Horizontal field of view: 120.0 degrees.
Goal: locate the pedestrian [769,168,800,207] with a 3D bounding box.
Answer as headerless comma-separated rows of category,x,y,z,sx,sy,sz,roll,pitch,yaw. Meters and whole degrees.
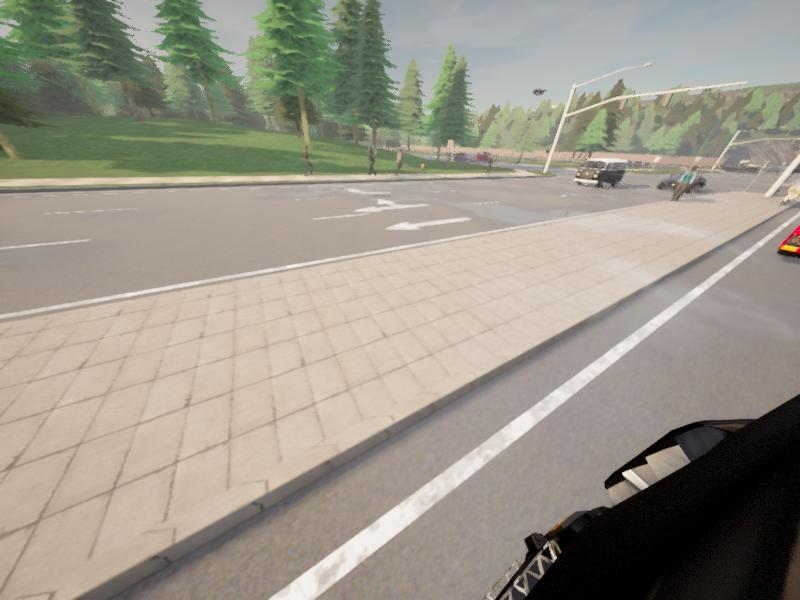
pedestrian,22.697,-6.386,13.143,0.751,1.860,0.751,-3,34,-9

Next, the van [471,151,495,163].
van,17.419,-30.046,48.490,1.775,1.987,4.442,-16,38,-25

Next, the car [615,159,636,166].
car,71.682,-43.739,73.377,1.816,1.474,4.193,-16,38,-26

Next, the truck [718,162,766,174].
truck,86.133,-33.382,58.302,2.390,2.098,6.274,-16,38,-26

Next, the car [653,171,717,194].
car,23.138,-9.621,18.794,4.181,1.385,1.994,-15,38,-25

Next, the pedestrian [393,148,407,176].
pedestrian,-0.030,-10.945,18.343,0.751,1.860,0.751,-16,38,-25

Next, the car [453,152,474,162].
car,13.354,-30.057,48.561,1.851,1.617,3.988,-16,38,-25

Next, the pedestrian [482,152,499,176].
pedestrian,8.554,-12.883,21.866,0.751,1.860,0.751,-12,36,-21

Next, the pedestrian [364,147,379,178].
pedestrian,-2.056,-9.935,16.682,0.751,1.860,0.751,-17,38,-27

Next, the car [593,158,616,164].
car,66.362,-45.223,75.130,2.038,1.542,4.974,-16,38,-26

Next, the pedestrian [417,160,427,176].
pedestrian,1.841,-11.027,19.287,0.500,1.100,0.500,-16,38,-26

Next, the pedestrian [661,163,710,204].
pedestrian,15.336,-6.287,12.469,0.751,1.860,0.751,-16,38,-26

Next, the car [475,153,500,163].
car,19.421,-31.756,51.615,2.038,1.542,4.974,-16,38,-25

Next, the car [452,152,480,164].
car,12.435,-27.060,43.975,2.033,1.649,4.856,-16,38,-25

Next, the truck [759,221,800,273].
truck,13.900,-2.898,5.826,8.468,3.827,2.891,-16,38,-26

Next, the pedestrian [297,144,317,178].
pedestrian,-6.140,-9.206,15.295,0.751,1.860,0.751,-16,38,-25

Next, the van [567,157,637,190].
van,16.138,-10.152,18.487,4.480,2.038,2.069,-16,38,-26
